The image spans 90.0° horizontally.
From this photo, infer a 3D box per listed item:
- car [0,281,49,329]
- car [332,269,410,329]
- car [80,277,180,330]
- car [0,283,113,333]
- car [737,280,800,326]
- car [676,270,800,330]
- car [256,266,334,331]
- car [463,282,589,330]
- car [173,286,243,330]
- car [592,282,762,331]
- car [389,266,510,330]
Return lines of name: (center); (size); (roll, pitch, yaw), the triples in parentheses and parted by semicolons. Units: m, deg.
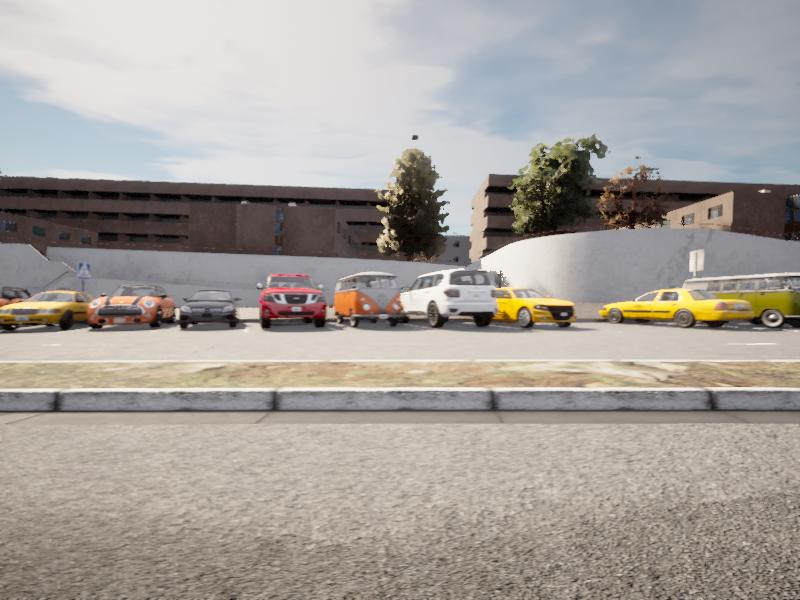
car: (-16.236, 0.216, 15.714); (2.185, 1.767, 4.553); (0, -1, -20)
car: (-1.305, 0.005, 15.556); (1.878, 1.987, 4.442); (0, -1, -20)
car: (-10.285, 0.155, 15.704); (2.185, 1.767, 4.553); (0, -1, -20)
car: (-13.180, 0.301, 15.505); (1.946, 1.575, 5.366); (0, -1, -20)
car: (16.513, 0.140, 15.670); (2.185, 1.767, 4.553); (1, -1, -20)
car: (13.587, 0.029, 15.538); (1.878, 1.987, 4.442); (1, -1, -20)
car: (-4.307, -0.009, 15.643); (2.435, 2.045, 5.566); (0, -1, -20)
car: (4.609, 0.231, 15.659); (2.097, 1.535, 5.008); (1, -1, -20)
car: (-7.298, 0.297, 15.672); (2.002, 1.452, 4.674); (0, -1, -20)
car: (10.496, 0.246, 15.819); (1.946, 1.575, 5.366); (0, -1, -20)
car: (1.618, -0.023, 15.685); (2.435, 2.045, 5.566); (0, -1, -20)
